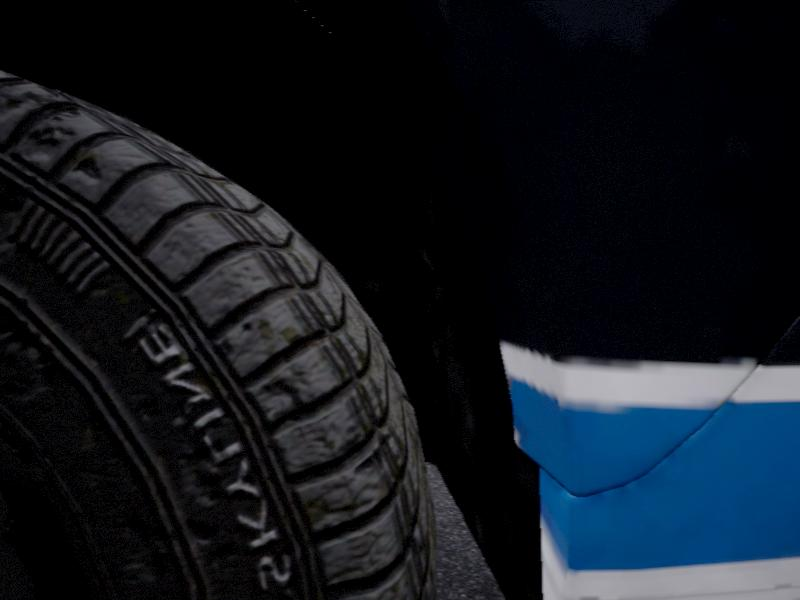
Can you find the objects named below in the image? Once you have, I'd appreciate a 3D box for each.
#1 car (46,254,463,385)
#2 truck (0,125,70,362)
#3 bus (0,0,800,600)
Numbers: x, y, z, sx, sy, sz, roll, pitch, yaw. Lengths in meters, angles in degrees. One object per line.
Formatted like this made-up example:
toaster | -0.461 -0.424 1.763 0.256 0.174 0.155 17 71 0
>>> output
car | -1.725 0.230 5.765 4.974 1.542 2.038 0 0 1
truck | -10.686 -0.912 6.829 8.468 3.827 2.891 0 0 9
bus | 2.717 -1.133 2.130 10.273 4.253 3.944 0 0 -7
